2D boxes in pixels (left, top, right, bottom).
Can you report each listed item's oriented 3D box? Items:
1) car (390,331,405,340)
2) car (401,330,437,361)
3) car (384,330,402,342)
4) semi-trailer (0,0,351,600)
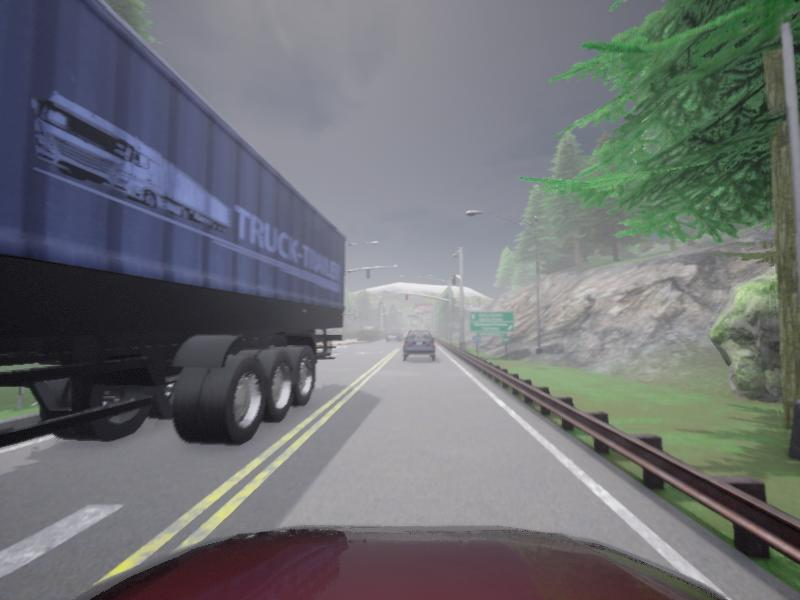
[{"bbox_3d":[-0.404,5.626,63.730,2.128,1.511,4.902,0,-4,3],"label":"car"},{"bbox_3d":[1.050,2.421,21.822,1.789,1.549,3.705,0,-5,3],"label":"car"},{"bbox_3d":[-0.882,4.827,53.998,2.033,1.649,4.856,0,-5,3],"label":"car"},{"bbox_3d":[-3.450,-0.327,4.335,2.717,4.402,14.254,0,-3,5],"label":"semi-trailer"}]
